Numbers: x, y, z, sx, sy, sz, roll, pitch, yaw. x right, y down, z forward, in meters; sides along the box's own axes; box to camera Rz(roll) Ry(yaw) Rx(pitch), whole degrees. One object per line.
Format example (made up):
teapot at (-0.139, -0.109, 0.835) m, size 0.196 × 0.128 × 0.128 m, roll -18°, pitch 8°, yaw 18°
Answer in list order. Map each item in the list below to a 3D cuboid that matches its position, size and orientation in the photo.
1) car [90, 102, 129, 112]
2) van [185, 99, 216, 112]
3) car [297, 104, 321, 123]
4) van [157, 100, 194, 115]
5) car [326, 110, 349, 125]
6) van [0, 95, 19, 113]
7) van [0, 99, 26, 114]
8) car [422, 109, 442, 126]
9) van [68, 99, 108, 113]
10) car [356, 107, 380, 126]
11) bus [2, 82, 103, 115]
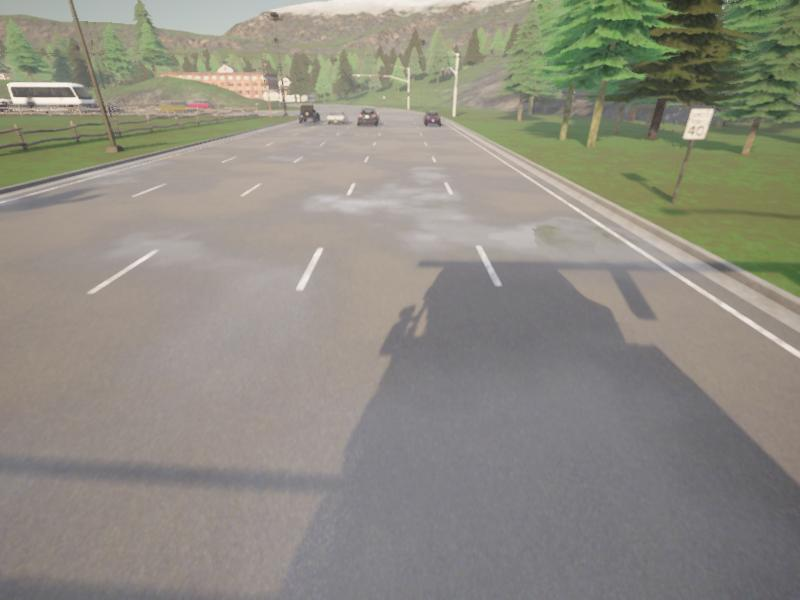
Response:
car at (-50.352, -33.431, 69.379) m, size 4.792 × 1.488 × 2.163 m, roll 0°, pitch 27°, yaw -1°
van at (-36.131, -35.264, 72.543) m, size 4.442 × 1.987 × 1.775 m, roll 0°, pitch 27°, yaw -1°
car at (-10.499, -21.611, 46.406) m, size 1.905 × 1.878 × 3.866 m, roll 0°, pitch 27°, yaw -1°
van at (-35.365, -30.459, 63.216) m, size 4.442 × 1.987 × 1.775 m, roll 0°, pitch 27°, yaw -1°
car at (-6.976, -20.607, 45.151) m, size 1.895 × 1.301 × 4.718 m, roll 0°, pitch 27°, yaw 0°
van at (-67.121, -32.314, 65.812) m, size 5.915 × 2.561 × 1.988 m, roll 0°, pitch 27°, yaw -1°
van at (-62.417, -30.472, 62.885) m, size 4.480 × 2.038 × 2.069 m, roll 0°, pitch 27°, yaw -1°
car at (3.526, -20.229, 44.341) m, size 1.816 × 1.474 × 4.193 m, roll 0°, pitch 27°, yaw 0°
van at (-51.567, -32.077, 66.126) m, size 4.480 × 2.038 × 2.069 m, roll 0°, pitch 27°, yaw -1°
car at (-3.471, -20.305, 44.194) m, size 2.242 × 1.667 × 4.611 m, roll 0°, pitch 27°, yaw 0°
bus at (-51.351, -29.918, 59.501) m, size 10.273 × 4.253 × 3.944 m, roll 0°, pitch 27°, yaw -1°
